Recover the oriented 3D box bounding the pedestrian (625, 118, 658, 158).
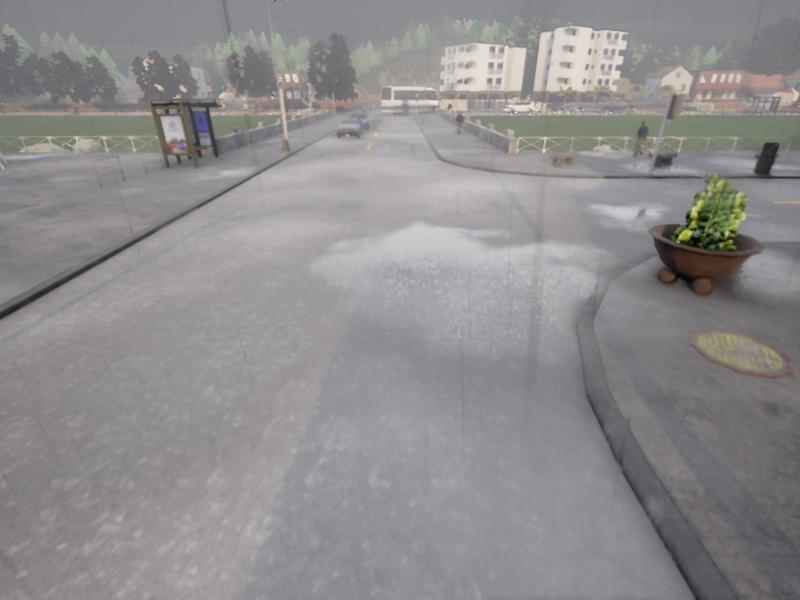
[{"bbox_3d":[12.471,-8.397,20.730,0.751,1.860,0.751,-4,27,-8],"label":"pedestrian"}]

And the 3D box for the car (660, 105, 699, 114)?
[{"bbox_3d":[50.748,-34.605,72.599,5.357,1.411,2.033,0,27,0],"label":"car"}]

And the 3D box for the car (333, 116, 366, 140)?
[{"bbox_3d":[-3.984,-13.966,32.359,2.033,1.411,5.357,0,27,0],"label":"car"}]

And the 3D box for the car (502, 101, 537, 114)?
[{"bbox_3d":[21.543,-34.892,72.469,5.566,2.045,2.150,0,27,0],"label":"car"}]

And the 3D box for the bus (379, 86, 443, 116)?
[{"bbox_3d":[1.857,-33.445,67.216,10.273,4.253,3.944,-18,32,-31],"label":"bus"}]

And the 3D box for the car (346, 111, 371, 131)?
[{"bbox_3d":[-3.995,-17.594,39.290,2.007,1.525,4.514,0,27,0],"label":"car"}]

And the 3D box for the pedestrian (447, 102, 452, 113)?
[{"bbox_3d":[9.073,-35.299,73.408,0.751,1.860,0.751,8,28,16],"label":"pedestrian"}]

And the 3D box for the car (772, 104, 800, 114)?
[{"bbox_3d":[70.641,-34.654,72.560,3.988,1.617,1.851,0,27,0],"label":"car"}]

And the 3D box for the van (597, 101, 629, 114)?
[{"bbox_3d":[38.509,-34.865,72.473,4.442,1.987,1.775,0,27,0],"label":"van"}]

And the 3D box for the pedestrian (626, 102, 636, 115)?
[{"bbox_3d":[37.089,-30.707,64.219,0.751,1.860,0.751,0,27,0],"label":"pedestrian"}]

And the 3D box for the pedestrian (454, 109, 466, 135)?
[{"bbox_3d":[4.888,-14.492,32.590,0.751,1.860,0.751,5,27,9],"label":"pedestrian"}]

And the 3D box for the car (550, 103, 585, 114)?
[{"bbox_3d":[30.285,-34.713,72.558,5.238,1.638,1.930,0,27,0],"label":"car"}]
